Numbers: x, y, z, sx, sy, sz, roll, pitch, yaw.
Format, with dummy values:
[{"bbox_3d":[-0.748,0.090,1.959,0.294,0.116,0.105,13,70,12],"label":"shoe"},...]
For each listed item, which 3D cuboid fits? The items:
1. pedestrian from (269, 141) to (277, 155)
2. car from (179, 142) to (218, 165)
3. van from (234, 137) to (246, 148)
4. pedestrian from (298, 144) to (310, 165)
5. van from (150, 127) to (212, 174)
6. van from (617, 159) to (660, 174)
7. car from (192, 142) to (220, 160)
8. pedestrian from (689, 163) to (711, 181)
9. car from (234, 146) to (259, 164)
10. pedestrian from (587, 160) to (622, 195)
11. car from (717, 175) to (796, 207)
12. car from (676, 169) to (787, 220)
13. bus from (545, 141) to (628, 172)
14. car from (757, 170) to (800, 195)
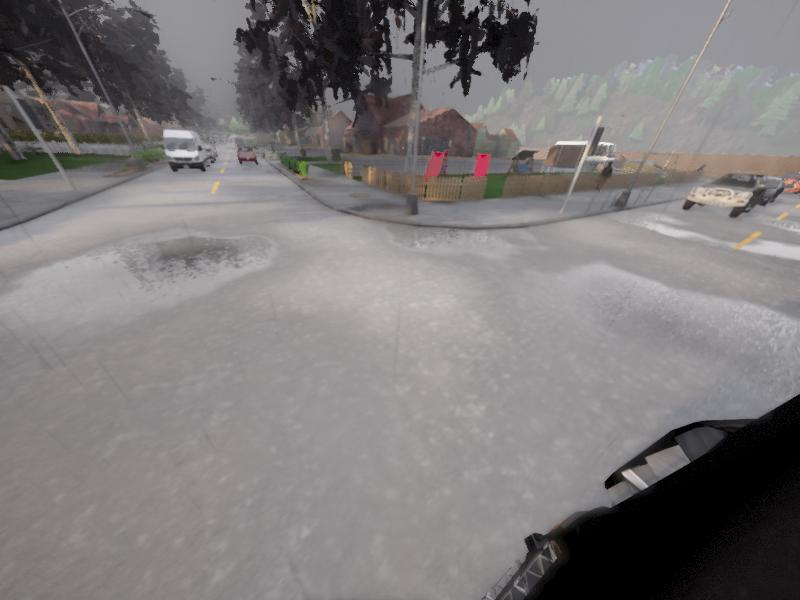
[{"bbox_3d":[-21.916,-26.137,39.752,0.751,1.860,0.751,-16,38,-25],"label":"pedestrian"},{"bbox_3d":[-20.208,-14.900,23.420,2.152,1.651,5.027,-16,38,-26],"label":"car"},{"bbox_3d":[-45.871,-45.154,66.198,1.988,2.561,5.915,-16,38,-26],"label":"van"},{"bbox_3d":[-10.235,-15.470,24.556,0.751,1.860,0.751,-16,38,-25],"label":"pedestrian"},{"bbox_3d":[-16.360,-11.476,17.732,1.988,2.561,5.915,-16,38,-26],"label":"van"},{"bbox_3d":[40.529,-22.834,39.441,1.775,1.987,4.442,-16,38,-26],"label":"van"},{"bbox_3d":[-23.807,-18.442,28.525,1.801,1.575,5.366,-16,38,-26],"label":"car"},{"bbox_3d":[37.265,-15.915,28.678,0.751,1.860,0.751,-16,38,-26],"label":"pedestrian"},{"bbox_3d":[-16.482,-15.584,24.803,1.845,1.501,3.633,-16,38,-26],"label":"car"},{"bbox_3d":[12.946,-7.771,14.660,0.751,1.860,0.751,-16,38,-26],"label":"pedestrian"},{"bbox_3d":[23.568,-7.277,15.250,4.892,1.490,1.837,-16,38,-26],"label":"car"},{"bbox_3d":[16.755,-5.481,11.706,4.605,1.855,1.932,-16,38,-26],"label":"car"},{"bbox_3d":[33.517,-26.485,42.377,3.944,4.253,10.273,-16,38,-26],"label":"bus"},{"bbox_3d":[36.022,-10.928,21.376,4.553,1.767,2.097,-15,38,-25],"label":"car"}]
